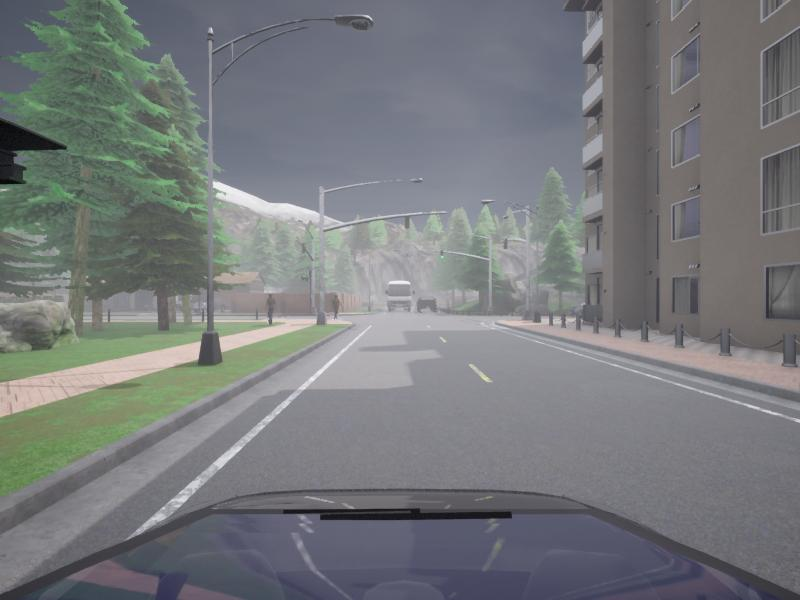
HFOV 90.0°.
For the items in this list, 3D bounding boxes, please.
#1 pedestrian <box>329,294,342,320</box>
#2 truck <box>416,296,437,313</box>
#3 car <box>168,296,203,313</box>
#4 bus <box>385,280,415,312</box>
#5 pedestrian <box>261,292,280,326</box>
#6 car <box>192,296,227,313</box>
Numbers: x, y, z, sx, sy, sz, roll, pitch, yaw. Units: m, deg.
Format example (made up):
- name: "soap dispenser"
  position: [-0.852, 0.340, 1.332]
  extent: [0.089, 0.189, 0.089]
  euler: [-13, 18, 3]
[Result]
- name: "pedestrian"
  position: [-4.559, 0.485, 28.264]
  extent: [0.751, 1.860, 0.751]
  euler: [0, 0, -20]
- name: "truck"
  position: [3.422, 0.542, 52.468]
  extent: [2.390, 2.098, 6.274]
  euler: [0, 0, 0]
- name: "car"
  position: [-24.091, 0.505, 45.073]
  extent: [1.905, 1.878, 3.866]
  euler: [0, 0, -1]
- name: "bus"
  position: [0.035, -0.534, 57.845]
  extent: [3.944, 4.253, 10.273]
  euler: [0, 0, 0]
- name: "pedestrian"
  position: [-7.062, 0.484, 21.835]
  extent: [0.751, 1.860, 0.751]
  euler: [0, 0, 0]
- name: "car"
  position: [-21.587, 0.503, 45.523]
  extent: [1.932, 1.855, 4.605]
  euler: [0, 0, -1]
